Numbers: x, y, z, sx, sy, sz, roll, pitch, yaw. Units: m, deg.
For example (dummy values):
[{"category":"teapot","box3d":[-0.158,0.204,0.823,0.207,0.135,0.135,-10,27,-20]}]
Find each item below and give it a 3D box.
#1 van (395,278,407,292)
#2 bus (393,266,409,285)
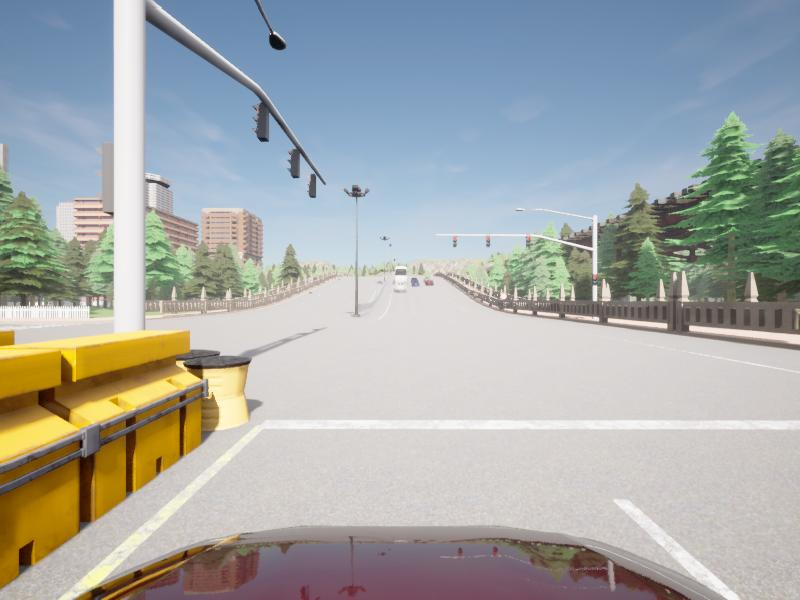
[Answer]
[{"category":"van","box3d":[0.193,-3.238,85.891,2.351,2.431,6.366,0,7,0]},{"category":"bus","box3d":[0.178,-6.560,104.861,3.944,4.253,10.273,0,7,0]}]
